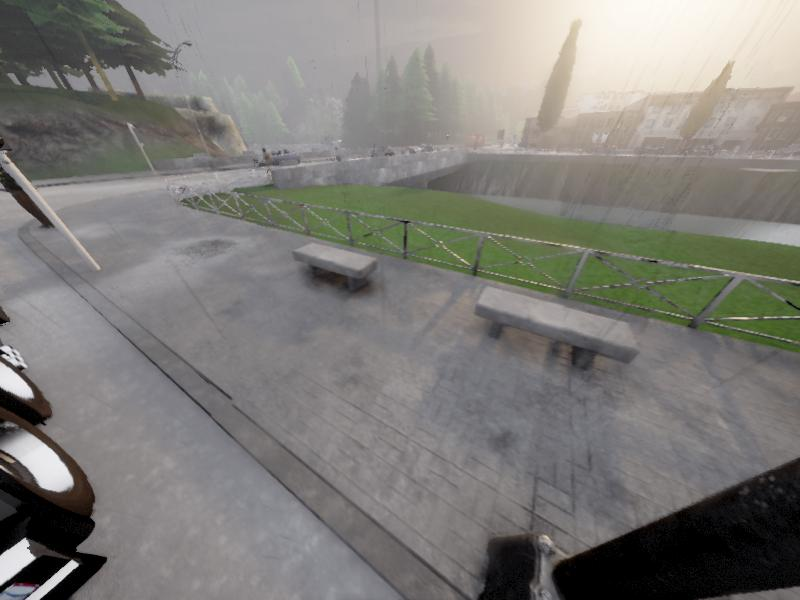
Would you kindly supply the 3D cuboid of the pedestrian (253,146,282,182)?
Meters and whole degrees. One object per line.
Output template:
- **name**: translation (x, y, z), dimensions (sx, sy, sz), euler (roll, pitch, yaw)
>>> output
- **pedestrian**: translation (-8.185, -8.416, 14.304), dimensions (0.751, 1.860, 0.751), euler (18, 39, 24)

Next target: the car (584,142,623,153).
- **car**: translation (37.883, -28.534, 43.252), dimensions (5.027, 1.651, 2.152), euler (18, 39, 25)

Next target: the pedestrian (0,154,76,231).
- **pedestrian**: translation (-10.701, -2.985, 6.515), dimensions (0.751, 1.860, 0.751), euler (0, 35, 1)

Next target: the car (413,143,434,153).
- **car**: translation (4.990, -31.506, 47.814), dimensions (2.033, 1.649, 4.856), euler (22, 40, 29)

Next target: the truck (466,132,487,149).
- **truck**: translation (21.674, -44.916, 65.003), dimensions (2.891, 3.827, 8.468), euler (18, 39, 24)

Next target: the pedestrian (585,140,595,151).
- **pedestrian**: translation (37.703, -30.631, 45.833), dimensions (0.751, 1.860, 0.751), euler (25, 42, 32)

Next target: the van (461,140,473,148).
- **van**: translation (20.654, -47.736, 70.638), dimensions (2.069, 2.038, 4.480), euler (18, 39, 24)

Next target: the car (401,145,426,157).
- **car**: translation (2.274, -24.699, 38.139), dimensions (2.038, 1.542, 4.974), euler (18, 39, 24)

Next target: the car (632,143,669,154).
- **car**: translation (43.780, -26.558, 40.487), dimensions (3.806, 1.475, 1.970), euler (18, 39, 25)

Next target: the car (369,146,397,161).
- **car**: translation (-2.255, -20.177, 31.730), dimensions (1.816, 1.474, 4.193), euler (18, 39, 24)

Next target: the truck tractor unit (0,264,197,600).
- **truck tractor unit**: translation (-5.110, -0.302, 0.783), dimensions (6.516, 4.208, 3.053), euler (18, 39, 24)

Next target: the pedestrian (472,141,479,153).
- **pedestrian**: translation (13.898, -28.131, 42.459), dimensions (0.751, 1.860, 0.751), euler (18, 39, 24)

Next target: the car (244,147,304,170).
- **car**: translation (-12.630, -14.519, 23.520), dimensions (2.242, 1.667, 4.611), euler (18, 39, 25)

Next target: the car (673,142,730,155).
- **car**: translation (49.143, -24.882, 37.887), dimensions (5.238, 1.638, 1.930), euler (18, 39, 24)

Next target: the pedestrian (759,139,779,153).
- **pedestrian**: translation (60.889, -25.404, 38.139), dimensions (0.751, 1.860, 0.751), euler (21, 40, 28)

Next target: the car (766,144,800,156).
- **car**: translation (57.803, -21.998, 33.809), dimensions (3.806, 1.475, 1.970), euler (18, 39, 24)

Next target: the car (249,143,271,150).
- **car**: translation (-42.029, -46.439, 69.680), dimensions (1.930, 1.638, 5.238), euler (18, 39, 24)
